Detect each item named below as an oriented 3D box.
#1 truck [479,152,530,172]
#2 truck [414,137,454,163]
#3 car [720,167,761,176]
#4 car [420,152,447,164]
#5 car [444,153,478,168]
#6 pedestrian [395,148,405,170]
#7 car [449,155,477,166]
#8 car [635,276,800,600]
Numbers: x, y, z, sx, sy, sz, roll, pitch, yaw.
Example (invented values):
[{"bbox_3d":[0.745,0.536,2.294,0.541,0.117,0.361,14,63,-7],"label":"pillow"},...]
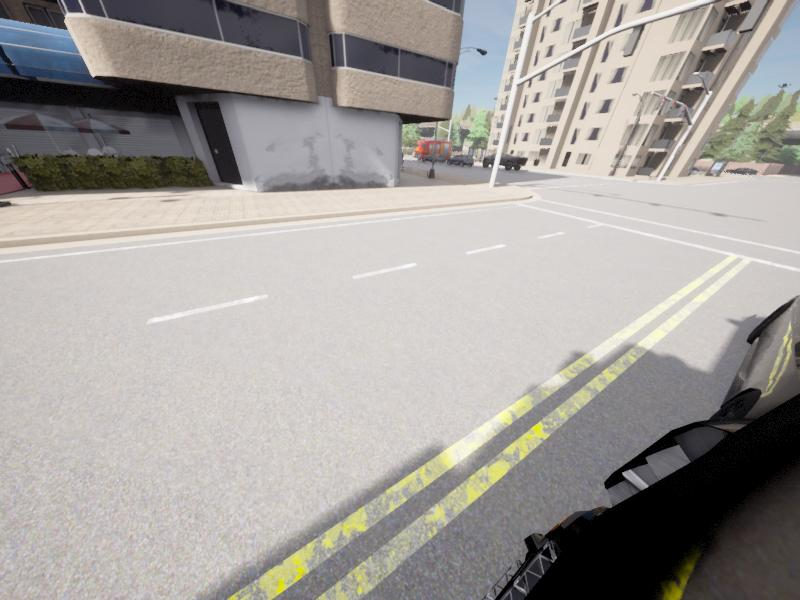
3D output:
[{"bbox_3d":[14.873,-20.025,33.347,2.390,2.098,6.274,-16,38,-26],"label":"truck"},{"bbox_3d":[6.309,-29.226,44.980,2.891,3.827,8.468,-16,38,-26],"label":"truck"},{"bbox_3d":[77.139,-29.191,52.392,1.837,1.490,4.892,-16,38,-26],"label":"car"},{"bbox_3d":[5.775,-24.879,40.487,2.128,1.511,4.902,-16,38,-26],"label":"car"},{"bbox_3d":[9.293,-21.515,35.586,2.033,1.649,4.856,-16,38,-26],"label":"car"},{"bbox_3d":[-0.013,-14.163,23.270,0.751,1.860,0.751,-15,38,-25],"label":"pedestrian"},{"bbox_3d":[10.675,-23.858,39.456,1.994,1.385,4.181,-16,38,-26],"label":"car"},{"bbox_3d":[4.392,0.782,1.727,4.514,1.525,2.007,-16,38,-26],"label":"car"}]
